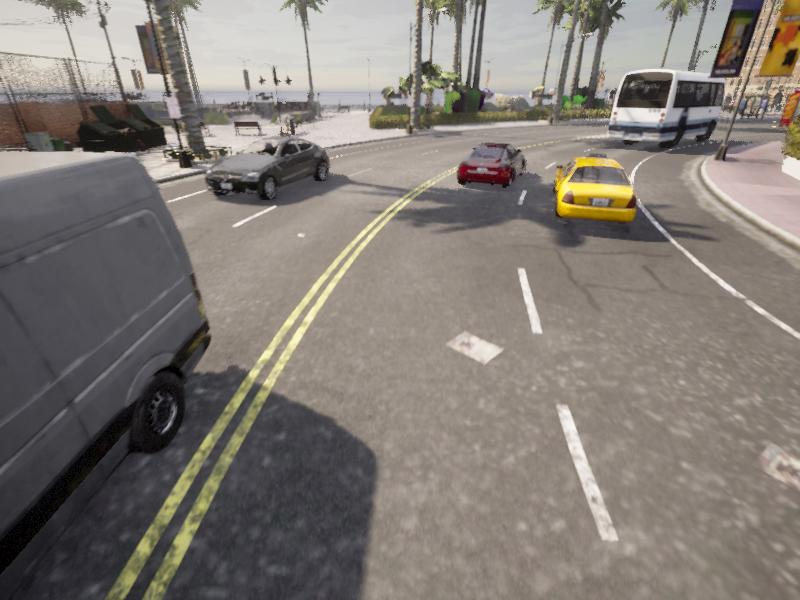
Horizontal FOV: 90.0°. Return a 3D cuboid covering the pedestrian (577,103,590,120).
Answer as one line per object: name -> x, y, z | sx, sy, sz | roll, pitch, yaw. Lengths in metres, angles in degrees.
pedestrian -> 21.949, -22.542, 47.885 | 0.751, 1.860, 0.751 | -12, 30, -22

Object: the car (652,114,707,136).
car -> 23.501, -14.772, 33.662 | 3.806, 1.475, 1.970 | -15, 31, -27

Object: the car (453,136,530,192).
car -> 3.673, -5.418, 15.593 | 1.994, 1.385, 4.181 | 11, 29, 21

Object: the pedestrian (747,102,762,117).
pedestrian -> 48.428, -25.982, 54.659 | 0.751, 1.860, 0.751 | -3, 27, -5

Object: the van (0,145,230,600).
van -> -3.299, 0.999, 1.872 | 1.988, 2.561, 5.915 | 2, 28, 3

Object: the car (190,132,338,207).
car -> -4.393, -4.793, 14.073 | 2.152, 1.651, 5.027 | 10, 29, 18

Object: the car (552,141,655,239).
car -> 5.501, -3.435, 11.535 | 1.801, 1.575, 5.366 | 9, 29, 16

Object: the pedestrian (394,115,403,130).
pedestrian -> -0.134, -15.707, 35.389 | 0.500, 1.100, 0.500 | -25, 36, -39

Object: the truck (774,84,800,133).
truck -> 38.508, -16.994, 35.470 | 8.468, 3.827, 2.891 | -8, 29, -16

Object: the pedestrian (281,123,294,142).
pedestrian -> -7.428, -11.054, 26.355 | 0.500, 1.100, 0.500 | 18, 32, 31

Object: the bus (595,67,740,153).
bus -> 17.729, -12.559, 26.334 | 10.273, 4.253, 3.944 | -21, 34, -35
